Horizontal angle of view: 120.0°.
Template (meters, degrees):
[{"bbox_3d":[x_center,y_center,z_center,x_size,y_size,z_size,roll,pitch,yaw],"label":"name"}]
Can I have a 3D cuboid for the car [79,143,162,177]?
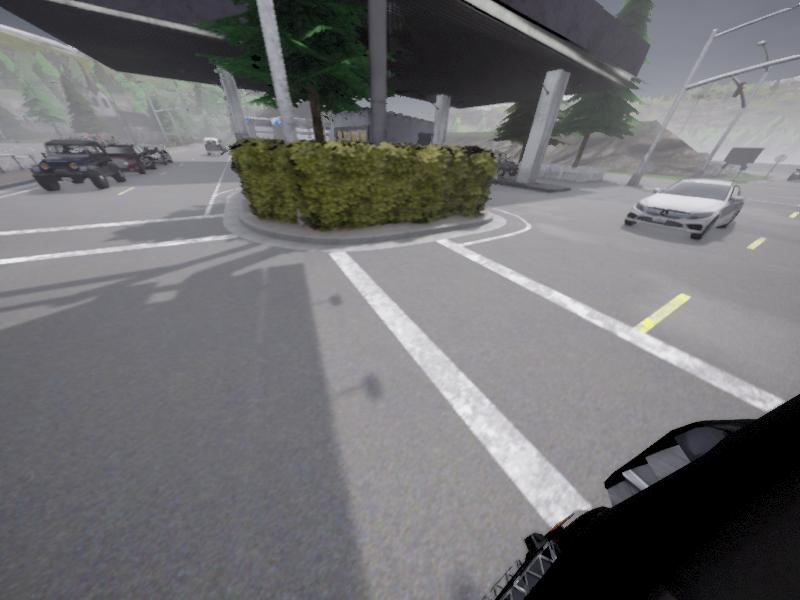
[{"bbox_3d":[-18.369,-9.540,15.576,2.033,1.649,4.856,-17,38,-25],"label":"car"}]

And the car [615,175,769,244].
[{"bbox_3d":[9.598,-3.154,7.601,4.674,1.442,1.812,-16,37,-26],"label":"car"}]

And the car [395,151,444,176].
[{"bbox_3d":[1.639,-12.808,21.518,2.242,1.667,4.611,-17,38,-26],"label":"car"}]

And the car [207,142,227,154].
[{"bbox_3d":[-29.516,-24.657,37.382,2.007,1.525,4.514,-17,38,-25],"label":"car"}]

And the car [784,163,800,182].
[{"bbox_3d":[41.309,-12.751,23.159,4.974,1.542,2.038,-17,38,-25],"label":"car"}]

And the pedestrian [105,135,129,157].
[{"bbox_3d":[-29.427,-16.040,24.066,0.751,1.860,0.751,-17,38,-25],"label":"pedestrian"}]

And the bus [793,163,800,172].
[{"bbox_3d":[79.256,-24.250,40.009,3.944,4.253,10.273,-16,38,-25],"label":"bus"}]

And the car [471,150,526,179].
[{"bbox_3d":[8.715,-12.264,20.786,1.905,1.878,3.866,-17,38,-26],"label":"car"}]

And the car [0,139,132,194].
[{"bbox_3d":[-15.162,-6.429,10.919,1.905,1.878,3.866,-17,38,-25],"label":"car"}]

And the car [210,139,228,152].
[{"bbox_3d":[-32.736,-28.051,41.897,1.905,1.878,3.866,-17,38,-25],"label":"car"}]

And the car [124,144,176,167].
[{"bbox_3d":[-21.511,-12.633,20.109,1.970,1.475,3.806,-17,38,-25],"label":"car"}]

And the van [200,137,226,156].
[{"bbox_3d":[-26.345,-21.697,32.708,2.069,2.038,4.480,-17,37,-25],"label":"van"}]

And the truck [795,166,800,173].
[{"bbox_3d":[73.186,-22.402,37.349,2.891,3.827,8.468,-16,38,-25],"label":"truck"}]

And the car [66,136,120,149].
[{"bbox_3d":[-48.014,-24.722,36.258,4.514,1.523,2.007,-17,38,-26],"label":"car"}]

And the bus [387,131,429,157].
[{"bbox_3d":[1.334,-33.476,49.564,3.944,4.253,10.273,-16,38,-25],"label":"bus"}]

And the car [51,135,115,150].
[{"bbox_3d":[-46.395,-23.183,34.055,5.027,1.636,2.152,-17,38,-26],"label":"car"}]
